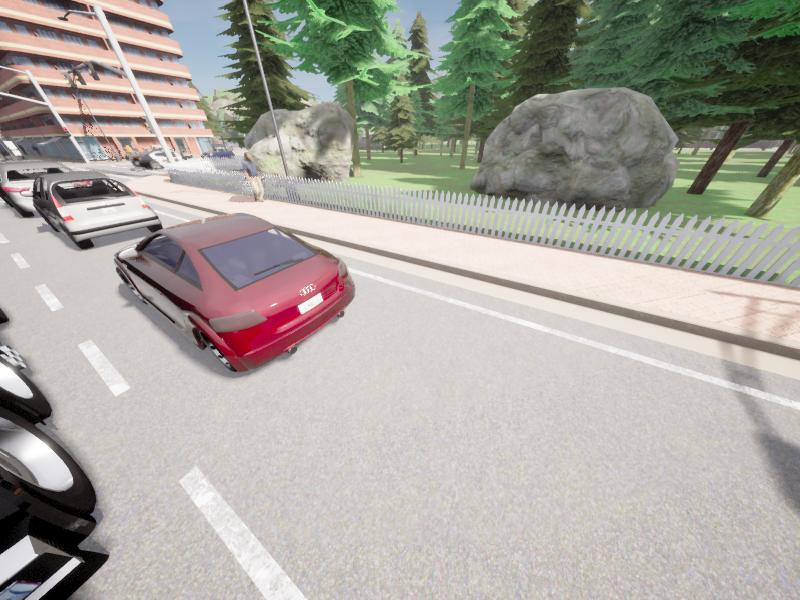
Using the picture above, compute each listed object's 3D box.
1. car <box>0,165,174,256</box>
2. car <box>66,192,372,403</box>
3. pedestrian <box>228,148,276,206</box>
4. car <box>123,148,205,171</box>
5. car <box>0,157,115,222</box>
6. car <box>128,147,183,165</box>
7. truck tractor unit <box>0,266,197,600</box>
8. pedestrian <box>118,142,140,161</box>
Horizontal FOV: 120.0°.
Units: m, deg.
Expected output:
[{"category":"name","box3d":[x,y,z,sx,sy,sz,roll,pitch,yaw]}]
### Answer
[{"category":"car","box3d":[-8.952,-2.771,6.638,3.988,1.617,1.851,18,39,25]},{"category":"car","box3d":[-2.773,-0.594,3.674,4.181,1.385,1.994,20,40,26]},{"category":"pedestrian","box3d":[-5.622,-4.723,8.887,0.751,1.860,0.751,18,39,25]},{"category":"car","box3d":[-22.289,-13.522,22.149,2.038,1.542,4.974,15,38,20]},{"category":"car","box3d":[-14.323,-4.608,9.259,4.611,1.667,2.242,19,39,25]},{"category":"car","box3d":[-27.808,-16.502,26.446,1.789,1.549,3.705,11,36,15]},{"category":"truck tractor unit","box3d":[-5.114,-0.298,0.774,6.516,4.208,3.053,18,39,24]},{"category":"pedestrian","box3d":[-33.367,-18.293,28.483,0.751,1.860,0.751,-3,35,-4]}]
